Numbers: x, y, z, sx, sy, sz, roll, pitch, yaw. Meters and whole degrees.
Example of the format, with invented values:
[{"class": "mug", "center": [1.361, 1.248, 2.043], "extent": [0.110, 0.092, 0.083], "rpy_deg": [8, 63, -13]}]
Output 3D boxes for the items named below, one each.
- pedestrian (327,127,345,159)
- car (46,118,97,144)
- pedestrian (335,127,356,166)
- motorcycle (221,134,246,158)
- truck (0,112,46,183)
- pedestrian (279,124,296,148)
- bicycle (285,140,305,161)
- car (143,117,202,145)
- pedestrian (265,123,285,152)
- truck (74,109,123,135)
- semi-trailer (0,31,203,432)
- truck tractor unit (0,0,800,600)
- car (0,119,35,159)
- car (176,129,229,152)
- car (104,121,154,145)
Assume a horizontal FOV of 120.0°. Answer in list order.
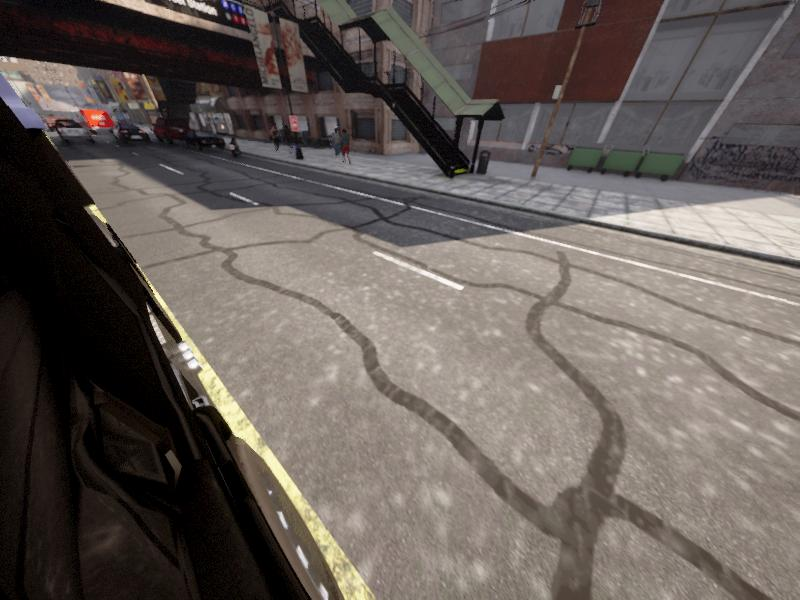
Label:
[{"class": "pedestrian", "center": [-4.551, -11.289, 16.611], "extent": [0.751, 1.860, 0.751], "rpy_deg": [-27, 46, -34]}, {"class": "car", "center": [-29.304, -15.095, 20.623], "extent": [3.988, 1.617, 1.851], "rpy_deg": [27, 43, 29]}, {"class": "pedestrian", "center": [-3.301, -9.287, 14.014], "extent": [0.751, 1.860, 0.751], "rpy_deg": [24, 42, 26]}, {"class": "motorcycle", "center": [-11.984, -11.166, 16.713], "extent": [0.764, 1.277, 2.356], "rpy_deg": [-12, 39, -19]}, {"class": "truck", "center": [-17.161, -6.299, 9.271], "extent": [6.274, 2.098, 2.390], "rpy_deg": [27, 43, 29]}, {"class": "pedestrian", "center": [-10.696, -15.650, 22.050], "extent": [0.751, 1.860, 0.751], "rpy_deg": [27, 43, 28]}, {"class": "bicycle", "center": [-7.091, -10.111, 15.591], "extent": [1.643, 1.024, 0.373], "rpy_deg": [27, 33, 29]}, {"class": "car", "center": [-22.857, -17.013, 23.240], "extent": [5.566, 2.045, 2.435], "rpy_deg": [27, 43, 29]}, {"class": "pedestrian", "center": [-10.118, -13.150, 18.744], "extent": [0.751, 1.860, 0.751], "rpy_deg": [-29, 47, -35]}, {"class": "truck", "center": [-39.633, -23.398, 30.344], "extent": [5.204, 2.467, 2.627], "rpy_deg": [27, 43, 29]}, {"class": "semi-trailer", "center": [-8.786, -3.545, 4.138], "extent": [14.254, 4.402, 2.717], "rpy_deg": [27, 43, 29]}, {"class": "truck tractor unit", "center": [-2.645, -0.295, 0.351], "extent": [6.516, 4.208, 3.053], "rpy_deg": [28, 44, 30]}, {"class": "car", "center": [-23.579, -9.464, 13.429], "extent": [5.238, 1.638, 1.930], "rpy_deg": [28, 43, 29]}, {"class": "car", "center": [-17.070, -13.797, 19.922], "extent": [4.718, 1.301, 1.895], "rpy_deg": [27, 43, 29]}, {"class": "car", "center": [-26.182, -16.153, 22.305], "extent": [4.974, 1.542, 2.038], "rpy_deg": [27, 43, 29]}]
